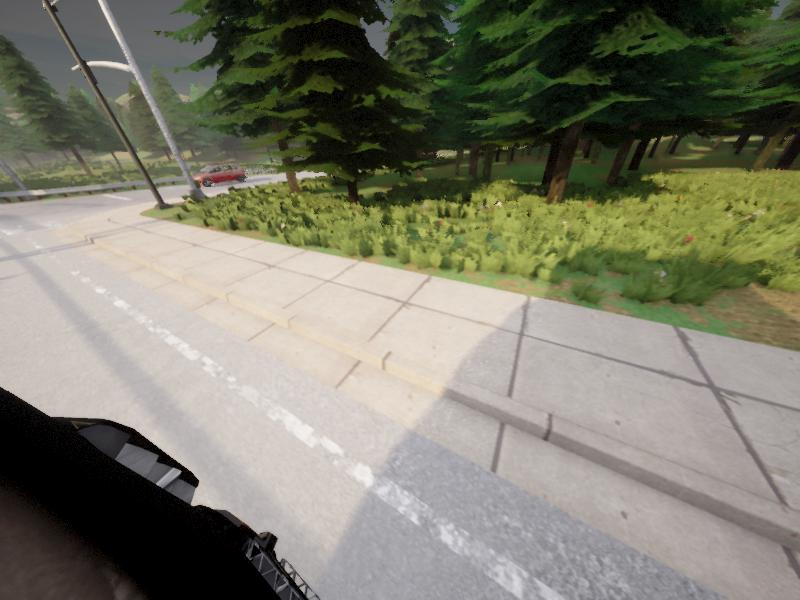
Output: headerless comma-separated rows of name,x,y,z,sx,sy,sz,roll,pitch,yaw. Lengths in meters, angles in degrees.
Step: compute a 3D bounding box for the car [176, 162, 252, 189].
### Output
car,-16.737,-11.432,21.085,2.242,1.667,4.611,15,38,25
